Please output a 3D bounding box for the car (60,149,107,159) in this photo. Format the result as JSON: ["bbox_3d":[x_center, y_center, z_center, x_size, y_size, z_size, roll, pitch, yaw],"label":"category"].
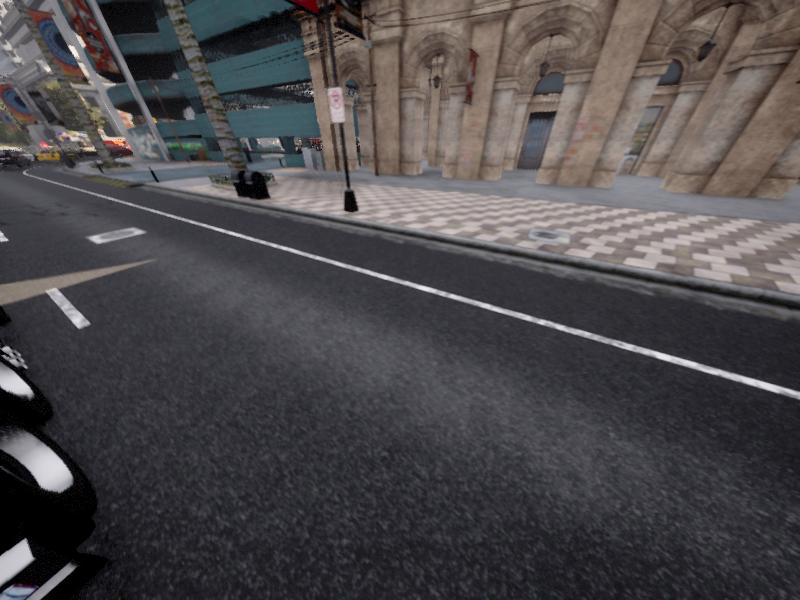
[{"bbox_3d":[-52.381,-24.324,38.404,1.895,1.301,4.718,-5,35,-6],"label":"car"}]

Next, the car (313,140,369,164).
[{"bbox_3d":[-6.487,-16.359,25.474,5.566,2.045,2.435,18,39,24],"label":"car"}]

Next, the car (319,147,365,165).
[{"bbox_3d":[-6.435,-16.021,25.674,4.514,1.523,2.007,18,39,24],"label":"car"}]

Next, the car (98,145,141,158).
[{"bbox_3d":[-49.080,-26.161,40.574,2.097,1.767,4.553,-3,35,-3],"label":"car"}]

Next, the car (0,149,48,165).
[{"bbox_3d":[-49.494,-18.622,29.970,2.038,1.542,4.974,-15,38,-21],"label":"car"}]

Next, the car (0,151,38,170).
[{"bbox_3d":[-41.148,-14.717,24.284,2.128,1.511,4.902,-27,43,-33],"label":"car"}]

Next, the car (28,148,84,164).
[{"bbox_3d":[-46.562,-19.731,31.487,1.801,1.575,5.366,-15,37,-20],"label":"car"}]

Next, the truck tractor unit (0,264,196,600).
[{"bbox_3d":[-5.110,-0.300,0.790,6.516,4.208,3.053,18,39,24],"label":"truck tractor unit"}]
